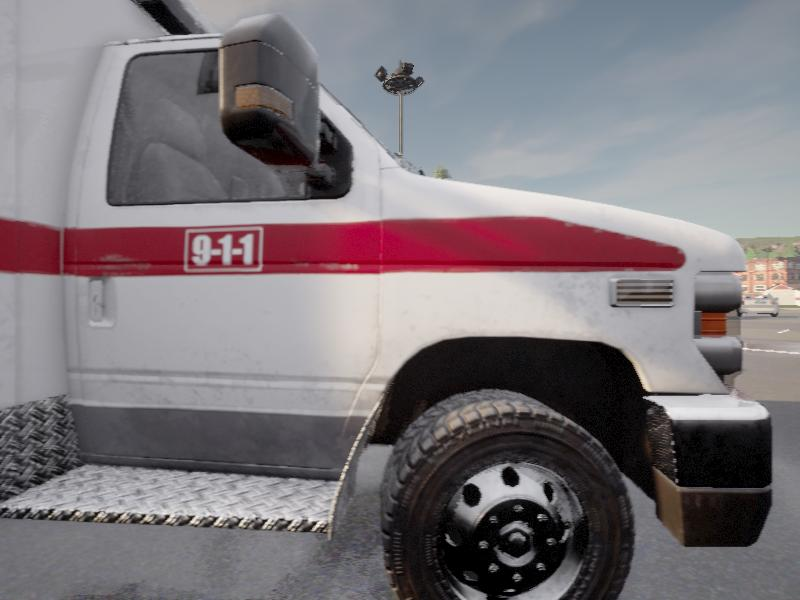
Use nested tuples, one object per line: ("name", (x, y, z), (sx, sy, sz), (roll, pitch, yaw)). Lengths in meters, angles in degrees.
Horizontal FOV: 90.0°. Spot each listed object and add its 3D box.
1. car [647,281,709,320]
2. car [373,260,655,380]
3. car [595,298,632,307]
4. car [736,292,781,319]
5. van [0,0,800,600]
("car", (16.735, 0.020, 23.916), (2.150, 2.045, 5.566), (0, 0, 44))
("car", (1.441, 0.245, 6.021), (3.633, 1.501, 1.845), (0, 0, -2))
("car", (33.830, 0.431, 63.556), (2.033, 1.411, 5.357), (0, 0, -17))
("car", (21.872, 0.305, 24.534), (1.970, 1.475, 3.806), (0, 0, 40))
("van", (-1.964, -0.212, 2.314), (6.366, 2.431, 2.351), (0, 0, 8))
